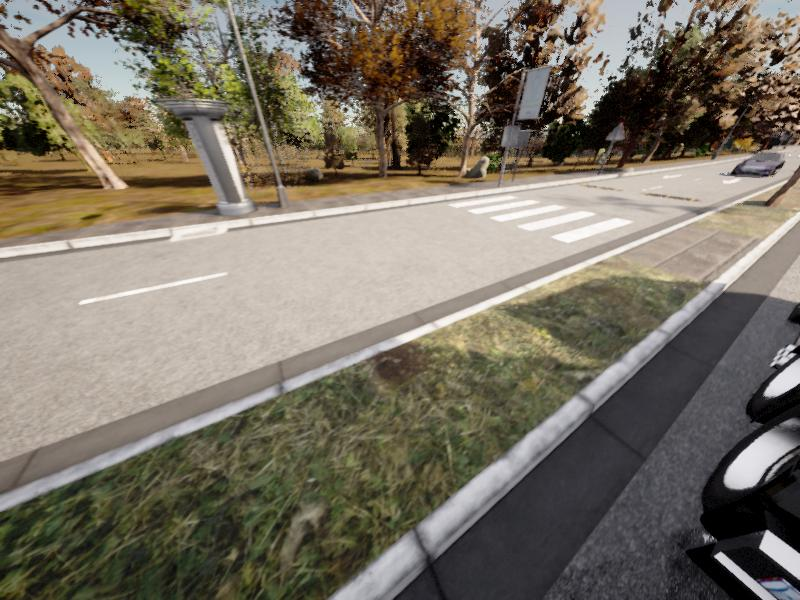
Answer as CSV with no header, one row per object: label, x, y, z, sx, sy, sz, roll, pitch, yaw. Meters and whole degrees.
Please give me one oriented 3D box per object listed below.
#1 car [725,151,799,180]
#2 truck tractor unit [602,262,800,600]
car,28.476,-10.686,18.199,4.856,1.649,2.033,-18,39,-24
truck tractor unit,5.114,-0.296,0.790,6.516,4.208,3.053,-18,39,-24
